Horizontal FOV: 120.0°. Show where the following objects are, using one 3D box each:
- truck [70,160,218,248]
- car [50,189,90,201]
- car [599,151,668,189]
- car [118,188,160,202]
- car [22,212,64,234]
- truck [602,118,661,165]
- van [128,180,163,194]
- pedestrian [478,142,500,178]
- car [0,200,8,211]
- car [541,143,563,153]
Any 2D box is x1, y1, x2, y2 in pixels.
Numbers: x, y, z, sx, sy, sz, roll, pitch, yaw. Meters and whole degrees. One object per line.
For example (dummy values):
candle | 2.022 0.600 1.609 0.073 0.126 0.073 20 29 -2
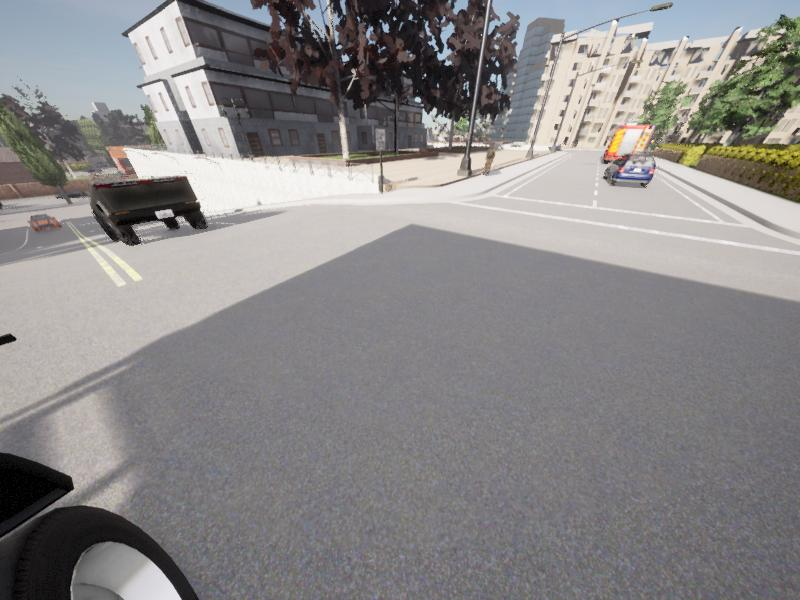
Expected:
truck | -9.978 -3.555 8.894 6.274 2.098 2.390 12 35 35
car | -65.234 -20.868 45.710 1.994 1.385 4.181 22 41 28
car | 13.743 -7.888 13.881 1.789 1.549 3.705 17 39 22
car | -51.350 -20.746 45.563 2.128 1.511 4.902 22 41 28
car | -44.513 -9.740 28.851 4.553 1.767 2.097 18 39 31
truck | 25.687 -17.912 26.232 2.891 3.827 8.468 22 41 28
van | -56.228 -25.023 51.113 1.775 1.987 4.442 22 41 28
pedestrian | 5.559 -8.717 14.425 0.751 1.860 0.751 21 40 26
car | -67.882 -15.346 37.457 1.905 1.878 3.866 22 41 28
car | 34.819 -34.897 53.013 3.806 1.475 1.970 16 38 33
